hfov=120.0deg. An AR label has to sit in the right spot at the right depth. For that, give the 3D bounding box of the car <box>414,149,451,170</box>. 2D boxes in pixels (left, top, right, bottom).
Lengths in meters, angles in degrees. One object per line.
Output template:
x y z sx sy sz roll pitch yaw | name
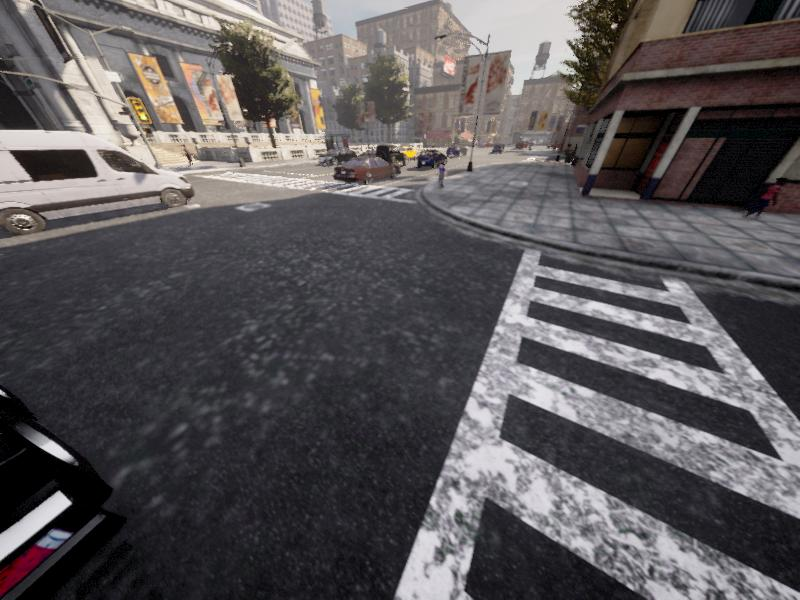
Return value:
3.158 -13.531 22.125 1.816 1.474 4.193 18 39 25 | car

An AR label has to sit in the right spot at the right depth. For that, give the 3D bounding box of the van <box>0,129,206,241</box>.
-10.938 -4.139 7.809 1.988 2.561 5.915 18 39 25 | van

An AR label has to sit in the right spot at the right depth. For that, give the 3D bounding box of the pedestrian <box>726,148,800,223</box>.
11.081 -3.346 6.785 0.751 1.860 0.751 16 38 22 | pedestrian

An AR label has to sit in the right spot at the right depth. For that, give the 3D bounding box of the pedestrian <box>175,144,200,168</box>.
-19.503 -13.265 21.271 0.751 1.860 0.751 12 37 18 | pedestrian

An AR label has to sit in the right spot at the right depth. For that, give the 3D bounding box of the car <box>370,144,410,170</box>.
-0.844 -13.755 22.111 1.905 1.878 3.866 18 39 25 | car

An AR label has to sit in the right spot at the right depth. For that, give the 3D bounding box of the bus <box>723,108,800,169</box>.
37.980 -13.876 19.922 10.273 4.253 3.944 18 39 24 | bus

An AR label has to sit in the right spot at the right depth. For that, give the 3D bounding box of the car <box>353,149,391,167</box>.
-2.900 -15.501 25.095 1.994 1.385 4.181 18 39 24 | car

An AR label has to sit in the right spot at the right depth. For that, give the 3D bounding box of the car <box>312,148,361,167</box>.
-6.778 -15.705 25.292 2.128 1.511 4.902 18 39 25 | car

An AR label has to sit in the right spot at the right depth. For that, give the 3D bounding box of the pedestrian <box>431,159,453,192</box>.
2.038 -6.133 11.349 0.751 1.300 0.751 17 38 23 | pedestrian

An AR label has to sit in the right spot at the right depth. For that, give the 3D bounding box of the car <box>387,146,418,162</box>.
0.423 -18.949 29.875 1.882 1.535 5.008 17 39 23 | car

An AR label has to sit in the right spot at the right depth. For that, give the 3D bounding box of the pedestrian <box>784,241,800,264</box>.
8.444 -1.418 4.035 0.751 1.860 0.751 15 38 21 | pedestrian

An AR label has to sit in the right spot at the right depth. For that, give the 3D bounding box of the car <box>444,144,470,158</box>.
8.854 -23.139 35.754 2.152 1.651 5.027 18 39 25 | car

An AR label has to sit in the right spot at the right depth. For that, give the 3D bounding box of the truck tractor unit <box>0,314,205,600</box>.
-5.216 -0.179 0.610 6.516 4.208 3.053 14 37 19 | truck tractor unit

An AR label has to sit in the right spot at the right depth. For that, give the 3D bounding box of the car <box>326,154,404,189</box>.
-1.981 -8.480 14.978 2.033 1.411 5.357 18 39 25 | car
